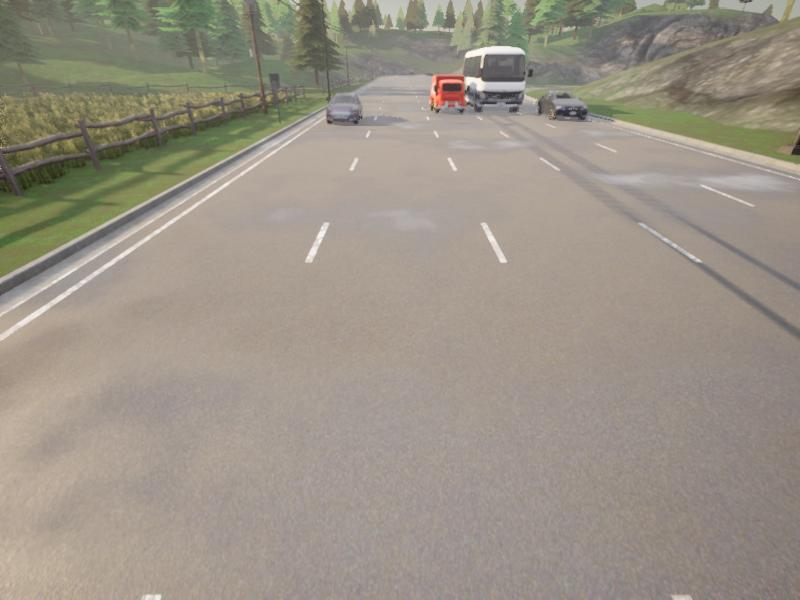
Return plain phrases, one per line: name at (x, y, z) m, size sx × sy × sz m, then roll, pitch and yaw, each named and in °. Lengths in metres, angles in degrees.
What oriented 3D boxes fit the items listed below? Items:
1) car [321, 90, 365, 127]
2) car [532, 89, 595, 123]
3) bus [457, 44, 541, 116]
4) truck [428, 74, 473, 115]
car at (-3.385, -11.961, 24.842) m, size 2.033 × 1.649 × 4.856 m, roll 0°, pitch 30°, yaw 0°
car at (10.688, -13.002, 26.634) m, size 2.152 × 1.651 × 5.027 m, roll 1°, pitch 30°, yaw 1°
bus at (7.239, -17.461, 31.657) m, size 3.944 × 4.253 × 10.273 m, roll 0°, pitch 30°, yaw 0°
truck at (3.617, -15.486, 30.041) m, size 2.627 × 2.467 × 5.204 m, roll 0°, pitch 30°, yaw 0°
